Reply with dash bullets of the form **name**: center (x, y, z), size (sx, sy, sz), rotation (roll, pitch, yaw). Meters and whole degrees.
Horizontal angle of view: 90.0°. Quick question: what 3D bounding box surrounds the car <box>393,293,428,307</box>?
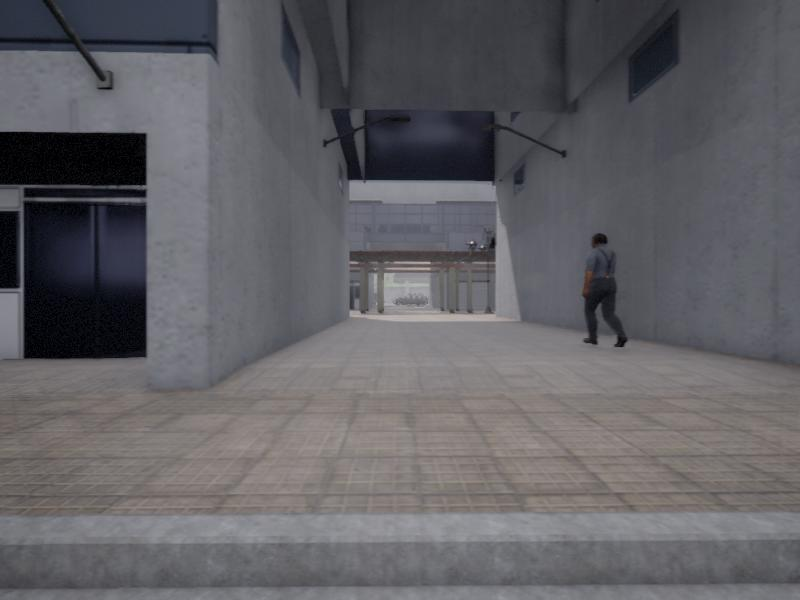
- **car**: center (1.384, 0.050, 54.301), size (4.605, 1.855, 1.932), rotation (0, 0, -2)

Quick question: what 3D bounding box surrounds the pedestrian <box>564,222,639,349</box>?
- **pedestrian**: center (3.155, -0.210, 6.327), size (0.751, 1.860, 0.751), rotation (0, 0, -14)
